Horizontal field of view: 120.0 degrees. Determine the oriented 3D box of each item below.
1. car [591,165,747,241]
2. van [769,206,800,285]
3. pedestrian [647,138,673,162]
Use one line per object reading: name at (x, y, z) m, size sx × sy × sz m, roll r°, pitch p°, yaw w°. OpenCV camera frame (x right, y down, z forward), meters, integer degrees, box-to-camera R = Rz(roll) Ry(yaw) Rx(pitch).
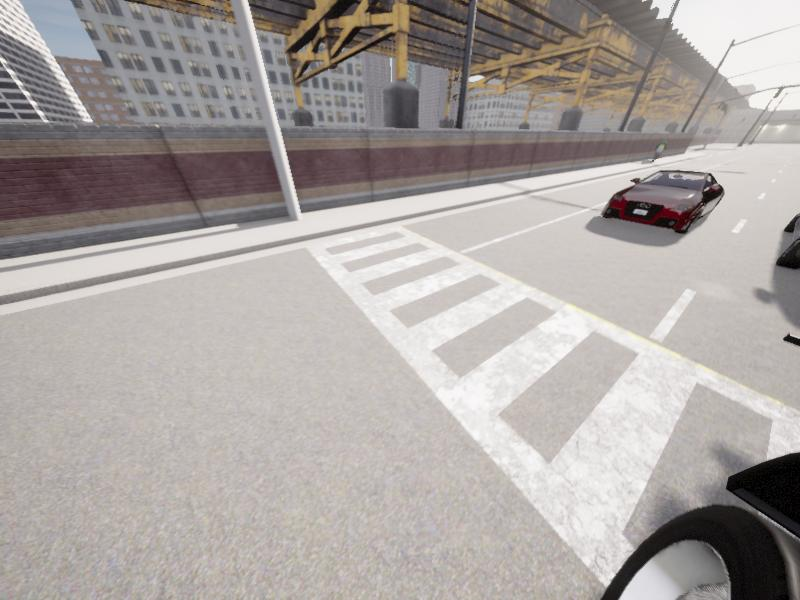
car at (8.429, -3.267, 7.282) m, size 4.181 × 1.385 × 1.994 m, roll -21°, pitch 40°, yaw -27°
van at (10.143, -1.994, 4.448) m, size 5.915 × 2.561 × 1.988 m, roll -22°, pitch 41°, yaw -28°
pedestrian at (24.607, -14.172, 21.875) m, size 0.751 × 1.860 × 0.751 m, roll -19°, pitch 39°, yaw -25°
